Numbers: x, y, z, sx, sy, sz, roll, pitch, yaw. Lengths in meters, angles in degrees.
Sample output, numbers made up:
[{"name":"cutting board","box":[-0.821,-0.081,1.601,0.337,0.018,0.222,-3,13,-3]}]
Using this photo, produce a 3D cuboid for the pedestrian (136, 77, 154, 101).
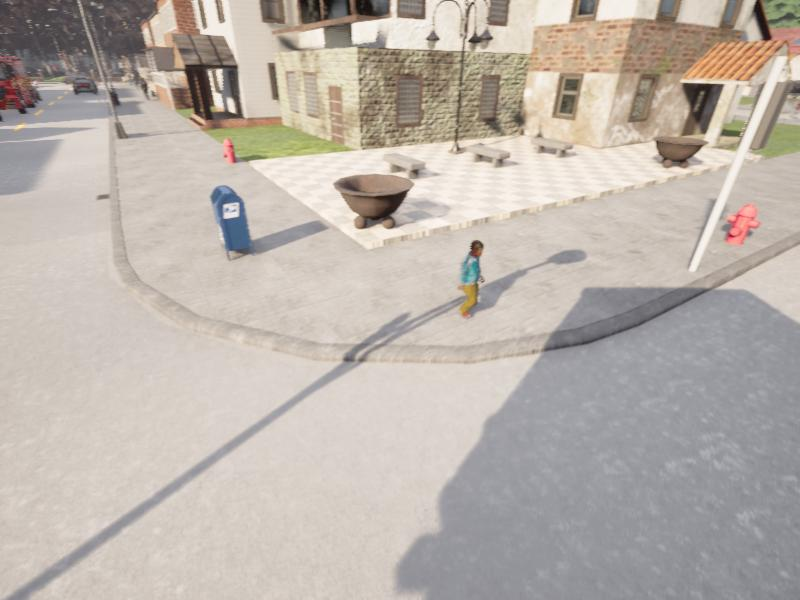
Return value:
[{"name":"pedestrian","box":[-22.683,-18.756,35.547,0.751,1.860,0.751,-23,38,-35]}]

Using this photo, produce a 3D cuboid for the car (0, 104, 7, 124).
[{"name":"car","box":[-23.248,-10.399,21.765,1.789,1.549,3.705,-17,35,-28]}]

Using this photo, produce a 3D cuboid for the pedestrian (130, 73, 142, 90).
[{"name":"pedestrian","box":[-33.143,-27.464,50.221,0.751,1.860,0.751,-16,34,-26]}]

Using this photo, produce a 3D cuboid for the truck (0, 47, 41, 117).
[{"name":"truck","box":[-27.778,-15.067,27.403,2.891,3.827,8.468,-17,35,-28]}]

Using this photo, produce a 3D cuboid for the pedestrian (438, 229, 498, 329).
[{"name":"pedestrian","box":[0.859,-0.274,5.173,0.500,1.100,0.500,18,35,27]}]

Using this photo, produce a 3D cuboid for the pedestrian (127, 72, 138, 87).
[{"name":"pedestrian","box":[-37.055,-30.564,55.424,0.751,1.860,0.751,-23,38,-35]}]

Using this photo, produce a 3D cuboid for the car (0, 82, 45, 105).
[{"name":"car","box":[-32.432,-17.826,34.347,2.163,1.488,4.792,-17,35,-28]}]

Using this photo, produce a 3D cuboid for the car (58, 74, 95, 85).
[{"name":"car","box":[-50.224,-34.186,62.046,5.357,1.411,2.033,16,33,24]}]

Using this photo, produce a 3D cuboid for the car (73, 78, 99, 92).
[{"name":"car","box":[-38.176,-26.224,48.716,1.994,1.385,4.181,-17,35,-28]}]

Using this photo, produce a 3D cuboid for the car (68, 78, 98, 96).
[{"name":"car","box":[-34.836,-23.588,44.116,2.038,1.542,4.974,-17,35,-28]}]
